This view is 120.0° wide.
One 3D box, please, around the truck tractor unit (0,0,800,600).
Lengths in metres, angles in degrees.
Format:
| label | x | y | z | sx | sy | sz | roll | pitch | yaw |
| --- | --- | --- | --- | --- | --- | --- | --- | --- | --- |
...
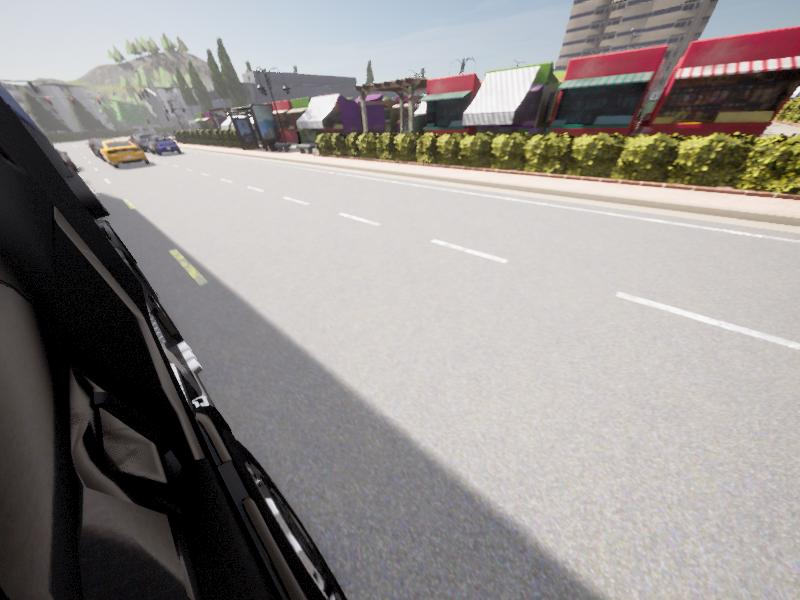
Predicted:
| label | x | y | z | sx | sy | sz | roll | pitch | yaw |
| --- | --- | --- | --- | --- | --- | --- | --- | --- | --- |
| truck tractor unit | -2.645 | -0.295 | 0.351 | 6.516 | 4.208 | 3.053 | 28 | 43 | 30 |

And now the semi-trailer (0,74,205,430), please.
| label | x | y | z | sx | sy | sz | roll | pitch | yaw |
| --- | --- | --- | --- | --- | --- | --- | --- | --- | --- |
| semi-trailer | -8.892 | -3.250 | 4.335 | 14.254 | 4.402 | 2.717 | 25 | 47 | 31 |

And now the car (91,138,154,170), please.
| label | x | y | z | sx | sy | sz | roll | pitch | yaw |
| --- | --- | --- | --- | --- | --- | --- | --- | --- | --- |
| car | -19.929 | -10.560 | 16.540 | 5.008 | 1.535 | 1.882 | 26 | 47 | 31 |

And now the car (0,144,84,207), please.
| label | x | y | z | sx | sy | sz | roll | pitch | yaw |
| --- | --- | --- | --- | --- | --- | --- | --- | --- | --- |
| car | -16.183 | -5.752 | 10.288 | 5.366 | 1.575 | 1.801 | 29 | 49 | 31 |

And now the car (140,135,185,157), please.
| label | x | y | z | sx | sy | sz | roll | pitch | yaw |
| --- | --- | --- | --- | --- | --- | --- | --- | --- | --- |
| car | -22.466 | -14.631 | 21.809 | 4.193 | 1.474 | 1.816 | 26 | 47 | 32 |

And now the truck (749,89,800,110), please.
| label | x | y | z | sx | sy | sz | roll | pitch | yaw |
| --- | --- | --- | --- | --- | --- | --- | --- | --- | --- |
| truck | 53.767 | -28.844 | 33.246 | 2.390 | 2.098 | 6.274 | 26 | 47 | 31 |

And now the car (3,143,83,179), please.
| label | x | y | z | sx | sy | sz | roll | pitch | yaw |
| --- | --- | --- | --- | --- | --- | --- | --- | --- | --- |
| car | -23.312 | -9.298 | 15.273 | 4.792 | 1.488 | 2.163 | 26 | 47 | 32 |

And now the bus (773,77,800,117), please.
| label | x | y | z | sx | sy | sz | roll | pitch | yaw |
| --- | --- | --- | --- | --- | --- | --- | --- | --- | --- |
| bus | 42.224 | -20.422 | 21.954 | 3.944 | 4.253 | 10.273 | 26 | 48 | 31 |

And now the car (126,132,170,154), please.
| label | x | y | z | sx | sy | sz | roll | pitch | yaw |
| --- | --- | --- | --- | --- | --- | --- | --- | --- | --- |
| car | -27.465 | -17.157 | 25.174 | 4.856 | 1.649 | 2.033 | 26 | 47 | 31 |

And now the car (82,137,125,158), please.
| label | x | y | z | sx | sy | sz | roll | pitch | yaw |
| --- | --- | --- | --- | --- | --- | --- | --- | --- | --- |
| car | -30.320 | -15.657 | 23.599 | 5.008 | 1.535 | 1.882 | 26 | 47 | 31 |

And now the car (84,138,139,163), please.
| label | x | y | z | sx | sy | sz | roll | pitch | yaw |
| --- | --- | --- | --- | --- | --- | --- | --- | --- | --- |
| car | -25.084 | -13.059 | 20.052 | 4.792 | 1.488 | 2.163 | 26 | 47 | 31 |
